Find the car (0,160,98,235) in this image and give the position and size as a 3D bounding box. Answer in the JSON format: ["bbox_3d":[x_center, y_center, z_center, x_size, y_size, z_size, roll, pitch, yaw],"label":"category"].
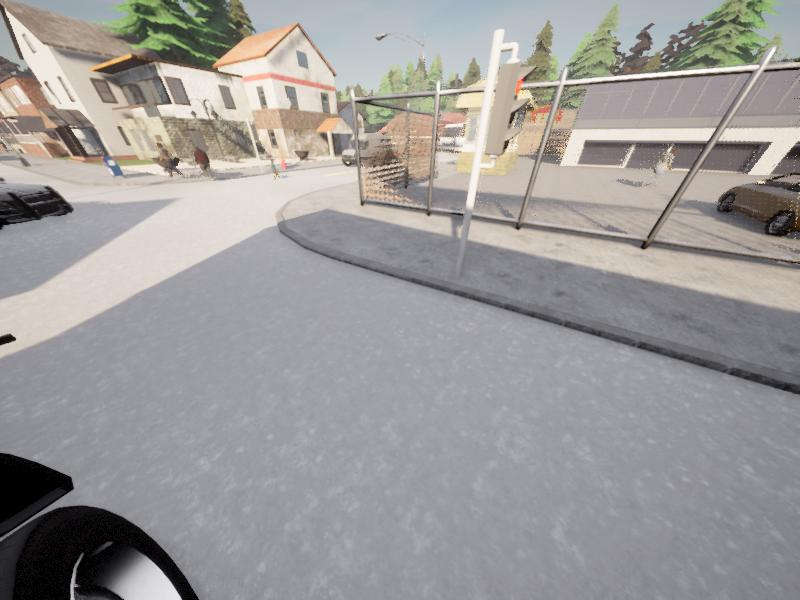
[{"bbox_3d":[-13.061,-2.997,6.655,5.238,1.638,1.930,-1,36,-2],"label":"car"}]

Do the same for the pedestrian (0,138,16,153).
[{"bbox_3d":[-58.005,-22.686,33.882,0.751,1.860,0.751,-26,43,-32],"label":"pedestrian"}]

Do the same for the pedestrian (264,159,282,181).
[{"bbox_3d":[-7.817,-8.001,14.222,0.500,1.100,0.500,5,35,6],"label":"pedestrian"}]

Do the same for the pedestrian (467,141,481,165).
[{"bbox_3d":[7.071,-14.027,22.041,0.751,1.860,0.751,21,40,27],"label":"pedestrian"}]

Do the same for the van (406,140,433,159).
[{"bbox_3d":[2.671,-20.231,30.931,1.775,1.987,4.442,18,39,23],"label":"van"}]

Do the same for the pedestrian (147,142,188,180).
[{"bbox_3d":[-13.473,-8.085,13.448,0.751,1.860,0.751,-5,36,-8],"label":"pedestrian"}]

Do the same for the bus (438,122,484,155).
[{"bbox_3d":[10.318,-28.646,40.962,3.944,4.253,10.273,-5,36,-7],"label":"bus"}]

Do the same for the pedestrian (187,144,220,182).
[{"bbox_3d":[-11.675,-8.143,13.738,0.751,1.860,0.751,-29,45,-35],"label":"pedestrian"}]

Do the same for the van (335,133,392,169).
[{"bbox_3d":[-3.179,-14.405,22.141,1.988,2.561,5.915,19,39,24],"label":"van"}]

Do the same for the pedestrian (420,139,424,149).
[{"bbox_3d":[4.830,-34.154,50.600,0.751,1.860,0.751,11,36,14],"label":"pedestrian"}]

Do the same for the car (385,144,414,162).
[{"bbox_3d":[-0.017,-17.303,27.131,1.789,1.549,3.705,18,39,24],"label":"car"}]
